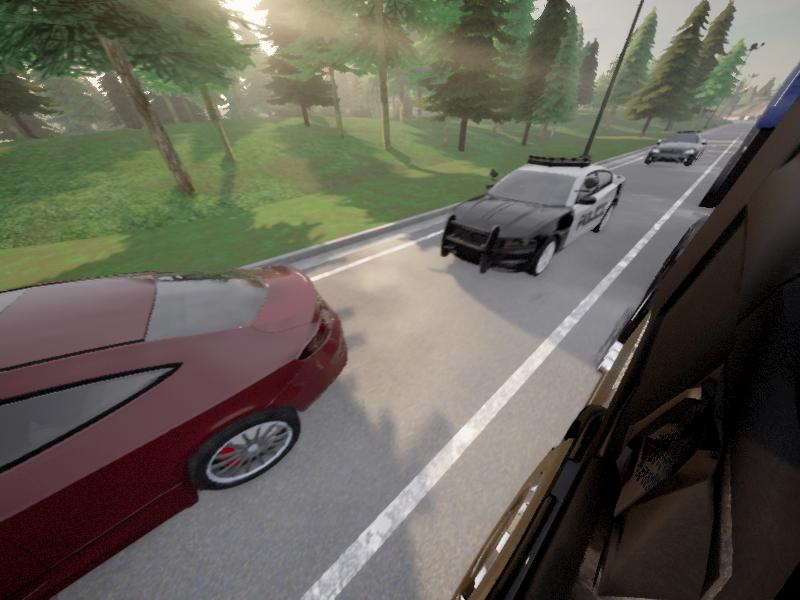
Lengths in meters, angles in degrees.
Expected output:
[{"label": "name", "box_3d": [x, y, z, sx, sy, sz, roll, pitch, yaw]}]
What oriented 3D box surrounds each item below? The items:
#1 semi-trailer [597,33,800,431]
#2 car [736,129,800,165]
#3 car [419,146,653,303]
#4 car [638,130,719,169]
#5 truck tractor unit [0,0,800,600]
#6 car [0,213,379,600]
[{"label": "semi-trailer", "box_3d": [8.737, -3.551, 4.229, 14.254, 4.402, 2.717, -27, 43, -30]}, {"label": "car", "box_3d": [21.518, -8.846, 13.246, 4.181, 1.385, 1.994, -27, 43, -30]}, {"label": "car", "box_3d": [2.991, -2.084, 4.919, 5.238, 1.638, 1.930, -27, 43, -30]}, {"label": "car", "box_3d": [16.397, -8.955, 13.564, 4.974, 1.542, 2.038, -27, 43, -30]}, {"label": "truck tractor unit", "box_3d": [2.645, -0.295, 0.351, 6.516, 4.208, 3.053, -28, 44, -30]}, {"label": "car", "box_3d": [-2.624, 0.901, 1.362, 4.674, 1.442, 1.812, -27, 43, -30]}]
